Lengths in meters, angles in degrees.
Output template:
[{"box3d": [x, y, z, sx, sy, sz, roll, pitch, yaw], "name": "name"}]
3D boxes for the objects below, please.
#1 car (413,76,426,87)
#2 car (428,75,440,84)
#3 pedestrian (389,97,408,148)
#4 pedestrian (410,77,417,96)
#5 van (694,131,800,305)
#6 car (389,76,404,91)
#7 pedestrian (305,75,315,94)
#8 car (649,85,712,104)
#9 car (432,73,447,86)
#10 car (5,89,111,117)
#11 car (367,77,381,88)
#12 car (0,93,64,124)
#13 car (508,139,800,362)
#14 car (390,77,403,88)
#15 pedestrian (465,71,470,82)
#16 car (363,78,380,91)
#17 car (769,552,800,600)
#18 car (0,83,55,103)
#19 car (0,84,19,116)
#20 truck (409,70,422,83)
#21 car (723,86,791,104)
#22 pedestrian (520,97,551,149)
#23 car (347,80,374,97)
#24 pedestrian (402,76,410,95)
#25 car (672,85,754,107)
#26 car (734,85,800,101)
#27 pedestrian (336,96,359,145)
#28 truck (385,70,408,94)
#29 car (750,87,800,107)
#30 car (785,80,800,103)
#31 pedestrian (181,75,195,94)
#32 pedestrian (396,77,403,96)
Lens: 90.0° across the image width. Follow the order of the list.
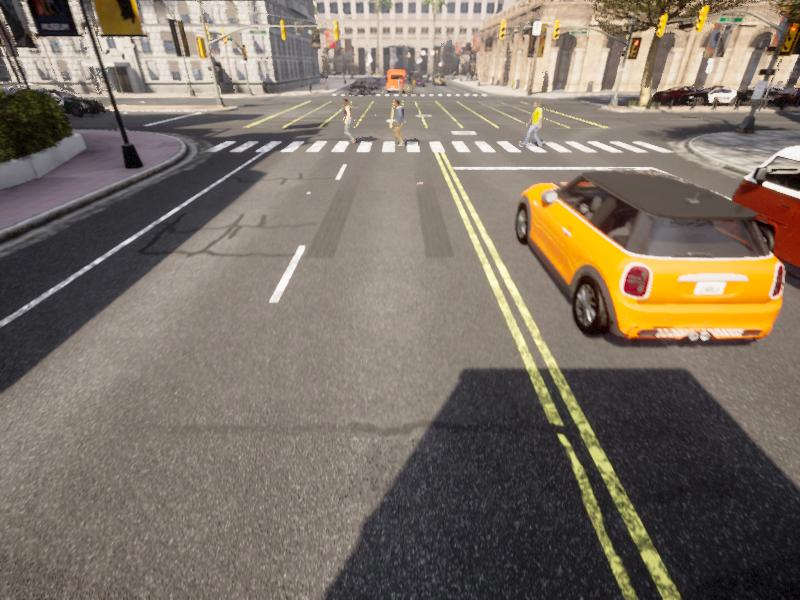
[{"box3d": [2.987, -34.535, 63.238, 1.816, 1.474, 4.193, 0, 30, 0], "name": "car"}, {"box3d": [6.532, -42.235, 76.519, 1.895, 1.301, 4.718, 0, 30, 0], "name": "car"}, {"box3d": [-0.046, -7.366, 16.598, 0.751, 1.860, 0.751, 1, 30, 1], "name": "pedestrian"}, {"box3d": [1.536, -24.002, 44.894, 0.751, 1.860, 0.751, 2, 30, 2], "name": "pedestrian"}, {"box3d": [6.889, -0.901, 5.491, 2.069, 2.038, 4.480, 0, 30, 0], "name": "van"}, {"box3d": [-0.487, -30.225, 55.736, 1.930, 1.638, 5.238, 0, 30, 0], "name": "car"}, {"box3d": [-10.160, -24.420, 45.275, 0.751, 1.860, 0.751, -1, 30, -2], "name": "pedestrian"}, {"box3d": [25.848, -19.013, 37.006, 4.181, 1.385, 1.994, 0, 30, 0], "name": "car"}, {"box3d": [6.493, -36.419, 66.053, 1.932, 1.855, 4.605, 0, 30, 0], "name": "car"}, {"box3d": [-22.876, -13.286, 26.981, 4.974, 1.542, 2.038, 0, 30, 0], "name": "car"}, {"box3d": [-4.020, -34.391, 63.080, 1.994, 1.385, 4.181, 0, 30, -1], "name": "car"}, {"box3d": [-23.052, -11.491, 23.982, 3.806, 1.475, 1.970, 0, 30, 0], "name": "car"}, {"box3d": [3.383, -1.193, 6.223, 2.097, 1.767, 4.553, 0, 30, 0], "name": "car"}, {"box3d": [-0.516, -34.004, 62.432, 1.994, 1.385, 4.181, 0, 30, 0], "name": "car"}, {"box3d": [13.246, -43.721, 78.159, 0.751, 1.860, 0.751, 3, 31, 4], "name": "pedestrian"}, {"box3d": [-3.990, -30.234, 55.986, 2.033, 1.411, 5.357, 0, 30, 0], "name": "car"}, {"box3d": [3.428, 2.513, 0.216, 1.837, 1.490, 4.892, 0, 30, 0], "name": "car"}, {"box3d": [-34.768, -19.102, 36.894, 3.806, 1.475, 1.970, 0, 30, 0], "name": "car"}, {"box3d": [-29.127, -13.441, 26.885, 4.605, 1.855, 1.932, 0, 30, 0], "name": "car"}, {"box3d": [3.023, -45.416, 81.128, 2.390, 2.098, 6.274, 0, 30, 0], "name": "truck"}, {"box3d": [32.929, -19.005, 37.009, 4.181, 1.385, 1.994, 1, 30, 1], "name": "car"}, {"box3d": [5.492, -7.211, 16.349, 0.751, 1.860, 0.751, 1, 30, 2], "name": "pedestrian"}, {"box3d": [-4.390, -23.931, 45.171, 1.837, 1.490, 4.892, 5, 30, 7], "name": "car"}, {"box3d": [0.712, -24.216, 45.258, 0.751, 1.860, 0.751, -5, 31, -9], "name": "pedestrian"}, {"box3d": [26.409, -17.314, 33.957, 4.974, 1.542, 2.038, 0, 30, 0], "name": "car"}, {"box3d": [36.567, -20.626, 39.837, 4.718, 1.301, 1.895, 0, 30, 0], "name": "car"}, {"box3d": [-2.231, -7.697, 17.156, 0.751, 1.860, 0.751, 0, 30, 0], "name": "pedestrian"}, {"box3d": [-0.443, -27.095, 49.596, 2.627, 2.467, 5.204, 0, 30, 0], "name": "truck"}, {"box3d": [33.540, -17.245, 33.993, 5.357, 1.411, 2.033, 0, 30, 0], "name": "car"}, {"box3d": [38.671, -19.231, 36.893, 3.866, 1.878, 1.905, 0, 30, 0], "name": "car"}, {"box3d": [-23.794, -24.274, 44.991, 0.751, 1.860, 0.751, 1, 30, 2], "name": "pedestrian"}, {"box3d": [-0.018, -24.073, 45.011, 0.751, 1.860, 0.751, 2, 31, 4], "name": "pedestrian"}]
